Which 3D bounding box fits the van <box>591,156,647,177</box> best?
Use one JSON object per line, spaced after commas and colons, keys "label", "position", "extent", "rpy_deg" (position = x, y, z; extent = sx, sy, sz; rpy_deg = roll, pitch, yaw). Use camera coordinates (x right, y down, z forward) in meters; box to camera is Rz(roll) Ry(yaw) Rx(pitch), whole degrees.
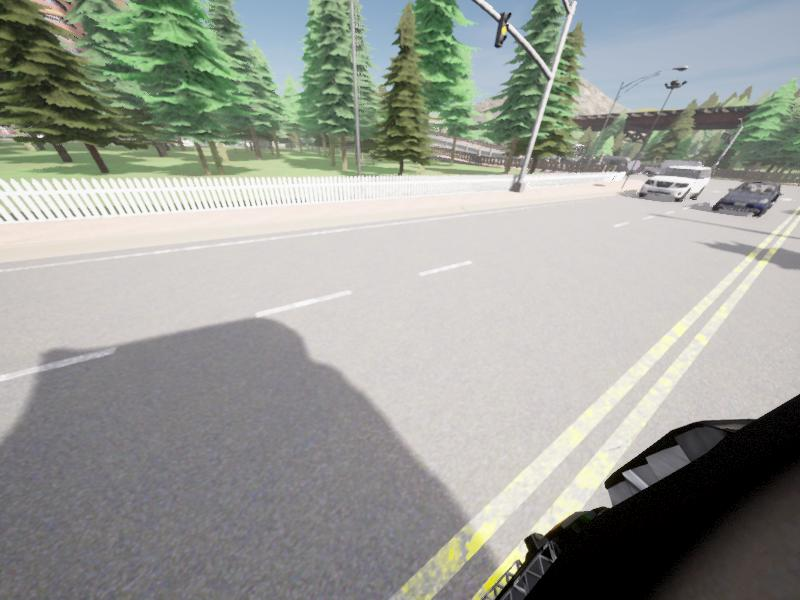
{"label": "van", "position": [36.035, -22.218, 38.260], "extent": [1.988, 2.561, 5.915], "rpy_deg": [-18, 39, -28]}

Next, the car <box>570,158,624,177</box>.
{"label": "car", "position": [29.932, -20.336, 35.359], "extent": [2.150, 2.045, 5.566], "rpy_deg": [-18, 39, -28]}

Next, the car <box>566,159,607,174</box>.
{"label": "car", "position": [31.357, -22.555, 38.980], "extent": [1.932, 1.855, 4.605], "rpy_deg": [-18, 39, -28]}

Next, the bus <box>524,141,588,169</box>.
{"label": "bus", "position": [33.948, -32.018, 50.976], "extent": [3.944, 4.253, 10.273], "rpy_deg": [-18, 41, -28]}

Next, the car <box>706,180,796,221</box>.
{"label": "car", "position": [18.726, -5.440, 12.351], "extent": [3.705, 1.549, 1.789], "rpy_deg": [-16, 38, -27]}

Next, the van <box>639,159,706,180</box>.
{"label": "van", "position": [44.611, -21.583, 38.110], "extent": [2.351, 2.431, 6.366], "rpy_deg": [-17, 39, -28]}

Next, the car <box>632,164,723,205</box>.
{"label": "car", "position": [18.822, -7.923, 15.670], "extent": [5.566, 2.045, 2.150], "rpy_deg": [-16, 38, -27]}
